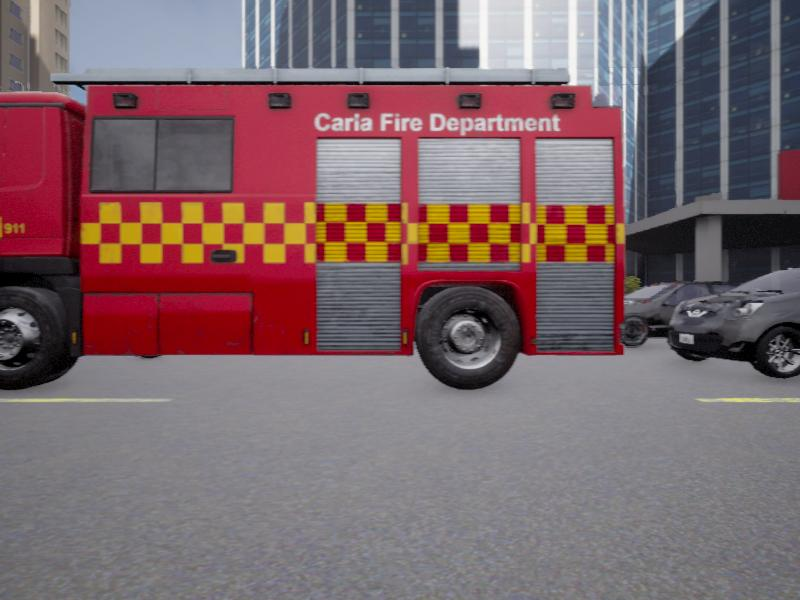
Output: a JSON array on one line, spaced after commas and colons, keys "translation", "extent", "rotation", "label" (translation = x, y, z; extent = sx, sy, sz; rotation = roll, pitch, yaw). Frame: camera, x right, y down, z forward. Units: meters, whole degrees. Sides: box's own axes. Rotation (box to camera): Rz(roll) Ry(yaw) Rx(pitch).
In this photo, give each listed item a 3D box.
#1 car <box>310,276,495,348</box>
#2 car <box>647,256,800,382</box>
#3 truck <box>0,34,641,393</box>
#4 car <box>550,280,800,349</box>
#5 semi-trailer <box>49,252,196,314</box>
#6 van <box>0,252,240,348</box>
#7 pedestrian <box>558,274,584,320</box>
[{"translation": [0.049, 0.254, 9.199], "extent": [3.806, 1.475, 1.970], "rotation": [0, 0, 0], "label": "car"}, {"translation": [5.901, 0.226, 5.702], "extent": [3.633, 1.501, 1.845], "rotation": [0, 0, 0], "label": "car"}, {"translation": [-1.666, -0.920, 5.707], "extent": [8.468, 3.827, 2.891], "rotation": [0, 0, 0], "label": "truck"}, {"translation": [6.505, 0.294, 9.203], "extent": [5.357, 1.411, 2.033], "rotation": [0, 0, 0], "label": "car"}, {"translation": [-23.410, -1.213, 35.595], "extent": [2.717, 4.402, 14.254], "rotation": [0, 0, 2], "label": "semi-trailer"}, {"translation": [-6.248, -0.001, 9.199], "extent": [4.442, 1.987, 1.775], "rotation": [0, 0, 0], "label": "van"}, {"translation": [6.993, -0.116, 16.396], "extent": [0.751, 1.860, 0.751], "rotation": [0, 0, 0], "label": "pedestrian"}]
